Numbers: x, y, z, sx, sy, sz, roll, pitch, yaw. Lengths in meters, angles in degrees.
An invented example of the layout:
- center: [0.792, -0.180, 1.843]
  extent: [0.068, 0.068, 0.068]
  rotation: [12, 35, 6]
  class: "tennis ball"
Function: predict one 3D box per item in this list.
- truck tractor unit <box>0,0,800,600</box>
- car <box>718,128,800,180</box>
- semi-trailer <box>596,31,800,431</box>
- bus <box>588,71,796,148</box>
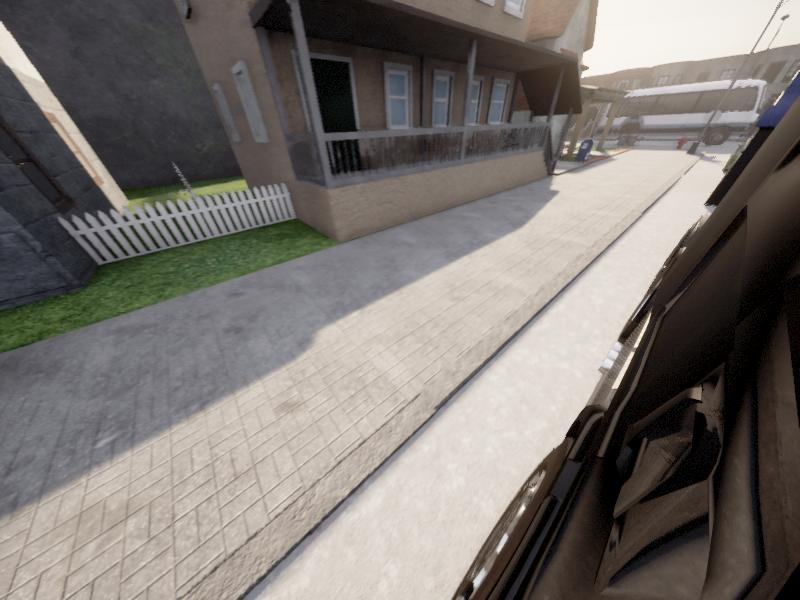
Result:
- center: [2.645, -0.295, 0.352]
  extent: [6.516, 4.208, 3.053]
  rotation: [-28, 44, -30]
  class: "truck tractor unit"
- center: [16.474, -6.661, 10.333]
  extent: [4.514, 1.525, 2.007]
  rotation: [-29, 44, -31]
  class: "car"
- center: [8.783, -3.530, 4.166]
  extent: [14.254, 4.402, 2.717]
  rotation: [-27, 43, -29]
  class: "semi-trailer"
- center: [24.533, -16.529, 20.797]
  extent: [3.944, 4.253, 10.273]
  rotation: [-28, 44, -30]
  class: "bus"
